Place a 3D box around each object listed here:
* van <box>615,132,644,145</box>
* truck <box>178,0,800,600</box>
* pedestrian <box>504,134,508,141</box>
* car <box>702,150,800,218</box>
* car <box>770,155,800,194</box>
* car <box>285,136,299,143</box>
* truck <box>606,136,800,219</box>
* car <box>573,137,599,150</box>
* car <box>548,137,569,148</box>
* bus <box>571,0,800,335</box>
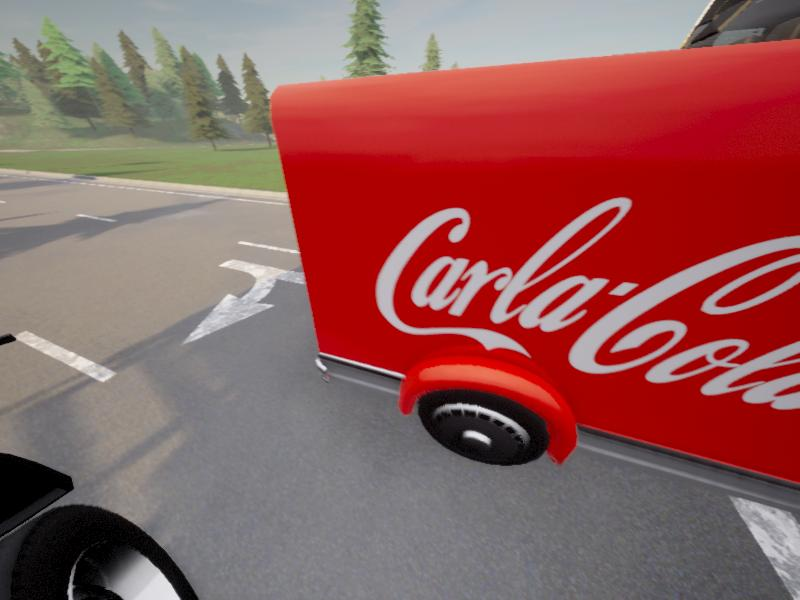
[{"bbox_3d":[54.308,-38.439,54.815,2.351,2.431,6.366,12,38,16],"label":"van"},{"bbox_3d":[2.102,-0.095,1.841,5.204,2.467,2.627,12,38,16],"label":"truck"},{"bbox_3d":[32.455,-49.770,70.737,0.751,1.860,0.751,14,38,19],"label":"pedestrian"},{"bbox_3d":[14.698,-4.323,8.386,2.152,1.651,5.027,11,37,15],"label":"car"},{"bbox_3d":[18.760,-4.811,9.267,1.994,1.385,4.181,11,37,15],"label":"car"},{"bbox_3d":[-32.160,-47.818,68.945,2.152,1.651,5.027,-1,36,-1],"label":"car"},{"bbox_3d":[11.503,-5.377,9.447,2.390,2.098,6.274,11,37,15],"label":"truck"},{"bbox_3d":[31.731,-26.919,39.612,2.033,1.649,4.856,12,37,16],"label":"car"},{"bbox_3d":[29.480,-29.313,43.014,2.038,1.542,4.974,12,37,16],"label":"car"},{"bbox_3d":[9.233,-1.777,2.634,10.273,4.253,3.944,10,37,14],"label":"bus"}]
